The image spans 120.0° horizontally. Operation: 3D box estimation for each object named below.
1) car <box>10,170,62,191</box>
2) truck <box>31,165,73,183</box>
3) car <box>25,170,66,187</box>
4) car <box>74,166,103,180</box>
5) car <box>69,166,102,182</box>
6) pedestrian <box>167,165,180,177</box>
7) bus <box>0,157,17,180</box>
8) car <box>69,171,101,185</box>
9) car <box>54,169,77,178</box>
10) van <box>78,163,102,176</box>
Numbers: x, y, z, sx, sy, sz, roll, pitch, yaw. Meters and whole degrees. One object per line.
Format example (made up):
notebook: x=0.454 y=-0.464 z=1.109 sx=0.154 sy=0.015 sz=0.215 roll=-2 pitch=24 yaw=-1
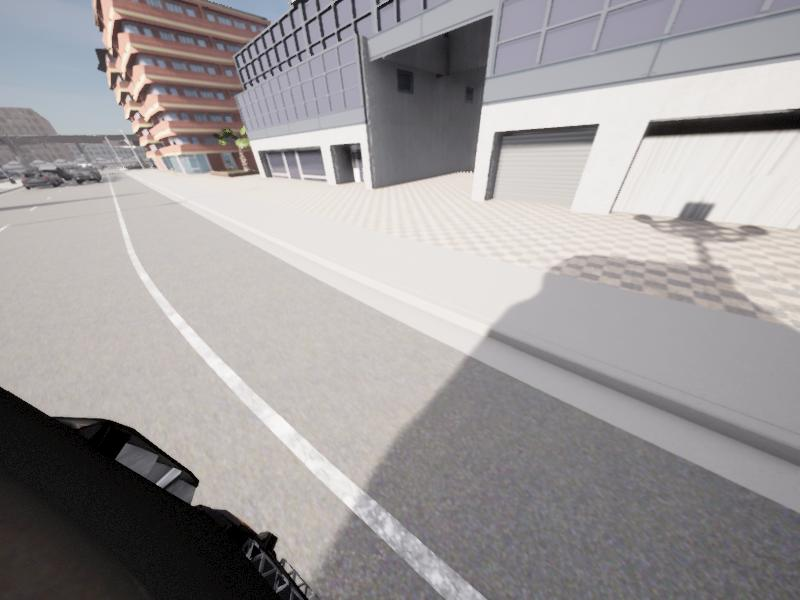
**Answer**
car: x=-41.309 y=-13.753 z=26.393 sx=4.611 sy=1.667 sz=2.242 roll=25 pitch=42 yaw=35
truck: x=-52.842 y=-19.286 z=35.249 sx=6.274 sy=2.098 sz=2.390 roll=25 pitch=42 yaw=35
car: x=-46.348 y=-16.037 z=30.358 sx=4.974 sy=1.542 sz=2.038 roll=25 pitch=42 yaw=35
car: x=-51.293 y=-20.947 z=38.131 sx=5.027 sy=1.651 sz=2.152 roll=26 pitch=43 yaw=35
car: x=-45.367 y=-18.292 z=33.455 sx=4.553 sy=1.767 sz=2.097 roll=25 pitch=42 yaw=35
pedestrian: x=-30.325 y=-17.328 z=30.951 sx=0.751 sy=1.300 sz=0.751 roll=-20 pitch=37 yaw=-24
bus: x=-88.019 y=-28.052 z=49.211 sx=10.273 sy=4.253 sz=3.944 roll=25 pitch=42 yaw=35
car: x=-40.245 y=-15.710 z=29.613 sx=4.718 sy=1.301 sz=1.895 roll=25 pitch=42 yaw=35
car: x=-65.236 y=-24.725 z=45.133 sx=4.718 sy=1.301 sz=1.895 roll=25 pitch=42 yaw=35
van: x=-63.028 y=-26.577 z=47.078 sx=4.480 sy=2.038 sz=2.069 roll=25 pitch=42 yaw=35
